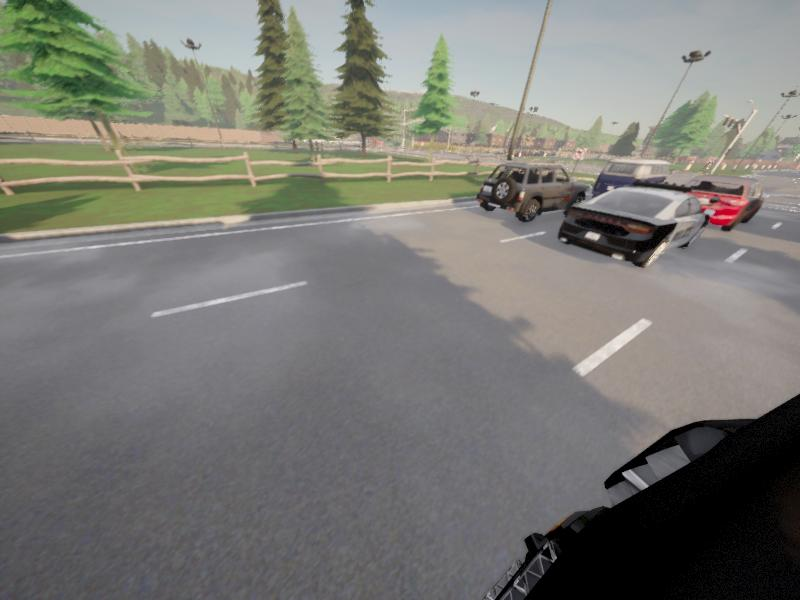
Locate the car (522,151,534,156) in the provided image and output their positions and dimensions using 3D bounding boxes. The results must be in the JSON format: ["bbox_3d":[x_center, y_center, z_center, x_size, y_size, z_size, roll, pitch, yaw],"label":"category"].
[{"bbox_3d":[47.507,-54.279,85.614,3.988,1.617,1.851,-16,39,-26],"label":"car"}]

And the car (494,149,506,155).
[{"bbox_3d":[37.943,-56.015,87.458,4.193,1.474,1.816,-16,39,-26],"label":"car"}]

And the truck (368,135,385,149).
[{"bbox_3d":[-8.861,-58.189,84.952,2.891,3.827,8.468,-16,39,-26],"label":"truck"}]

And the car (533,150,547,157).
[{"bbox_3d":[50.853,-53.115,83.865,3.866,1.878,1.905,-16,39,-26],"label":"car"}]

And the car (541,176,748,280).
[{"bbox_3d":[6.546,-2.243,6.176,5.238,1.638,1.930,-16,39,-26],"label":"car"}]

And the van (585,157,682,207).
[{"bbox_3d":[12.545,-6.420,12.447,4.442,1.987,1.775,-16,39,-26],"label":"van"}]

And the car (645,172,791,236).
[{"bbox_3d":[12.720,-4.060,9.286,4.611,1.667,2.242,-16,39,-26],"label":"car"}]

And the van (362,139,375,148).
[{"bbox_3d":[-11.362,-56.168,83.040,2.351,2.431,6.366,-16,39,-26],"label":"van"}]

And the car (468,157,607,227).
[{"bbox_3d":[5.157,-4.218,8.748,4.605,1.855,1.932,-16,39,-26],"label":"car"}]

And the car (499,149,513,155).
[{"bbox_3d":[38.584,-54.075,84.321,4.605,1.855,1.932,-16,39,-26],"label":"car"}]

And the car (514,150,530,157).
[{"bbox_3d":[41.947,-50.456,79.359,4.553,1.767,2.097,-16,39,-26],"label":"car"}]

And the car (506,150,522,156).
[{"bbox_3d":[40.562,-52.235,82.076,5.366,1.575,1.801,-16,39,-26],"label":"car"}]

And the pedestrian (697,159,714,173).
[{"bbox_3d":[50.272,-22.025,37.999,0.751,1.860,0.751,-14,38,-23],"label":"pedestrian"}]
